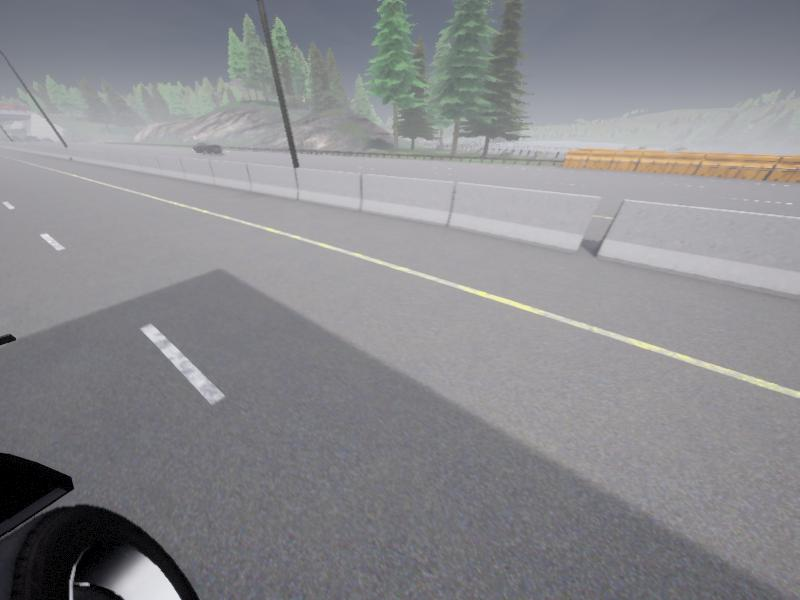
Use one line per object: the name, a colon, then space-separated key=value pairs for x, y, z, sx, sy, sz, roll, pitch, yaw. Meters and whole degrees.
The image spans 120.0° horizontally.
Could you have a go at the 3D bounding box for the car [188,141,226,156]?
car: x=-27.383 y=-21.495 z=32.704 sx=5.008 sy=1.535 sz=1.882 roll=19 pitch=40 yaw=25
